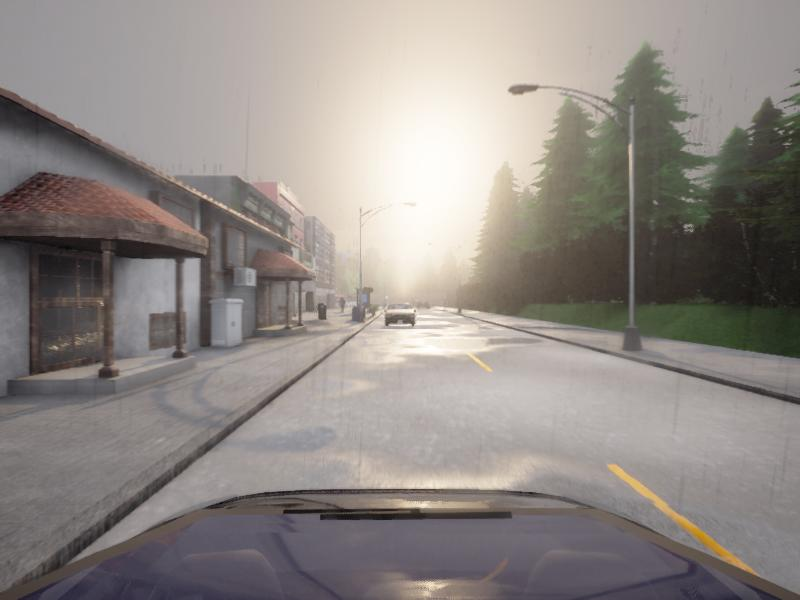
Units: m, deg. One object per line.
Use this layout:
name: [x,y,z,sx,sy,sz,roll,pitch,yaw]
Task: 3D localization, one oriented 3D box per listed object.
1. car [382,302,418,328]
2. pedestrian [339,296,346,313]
car: [0.003,0.875,25.625,2.033,1.411,5.357,0,0,0]
pedestrian: [-6.679,0.521,46.509,0.751,1.860,0.751,0,0,-9]
